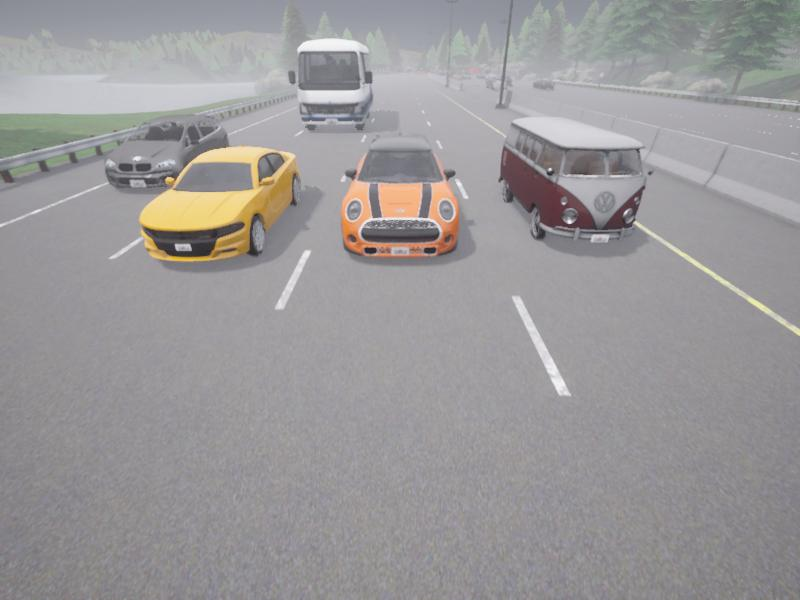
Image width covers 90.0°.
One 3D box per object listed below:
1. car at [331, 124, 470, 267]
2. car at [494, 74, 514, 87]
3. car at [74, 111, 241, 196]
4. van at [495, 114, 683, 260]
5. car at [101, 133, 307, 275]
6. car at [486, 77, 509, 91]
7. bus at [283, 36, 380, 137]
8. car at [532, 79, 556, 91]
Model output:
[{"bbox_3d":[0.006,-2.478,8.449,2.097,1.767,4.553,0,30,0],"label":"car"},{"bbox_3d":[17.515,-37.176,67.737,2.097,1.767,4.553,0,30,0],"label":"car"},{"bbox_3d":[-6.997,-4.708,12.377,2.242,1.667,4.611,0,31,0],"label":"car"},{"bbox_3d":[3.506,-2.693,8.630,1.775,1.987,4.442,0,30,0],"label":"van"},{"bbox_3d":[-3.494,-2.343,8.473,1.882,1.535,5.008,0,30,0],"label":"car"},{"bbox_3d":[14.013,-31.263,57.799,2.152,1.651,5.027,0,30,0],"label":"car"},{"bbox_3d":[-3.368,-12.767,23.583,3.944,4.253,10.273,0,31,0],"label":"bus"},{"bbox_3d":[21.015,-31.567,58.642,1.895,1.301,4.718,0,30,0],"label":"car"}]
